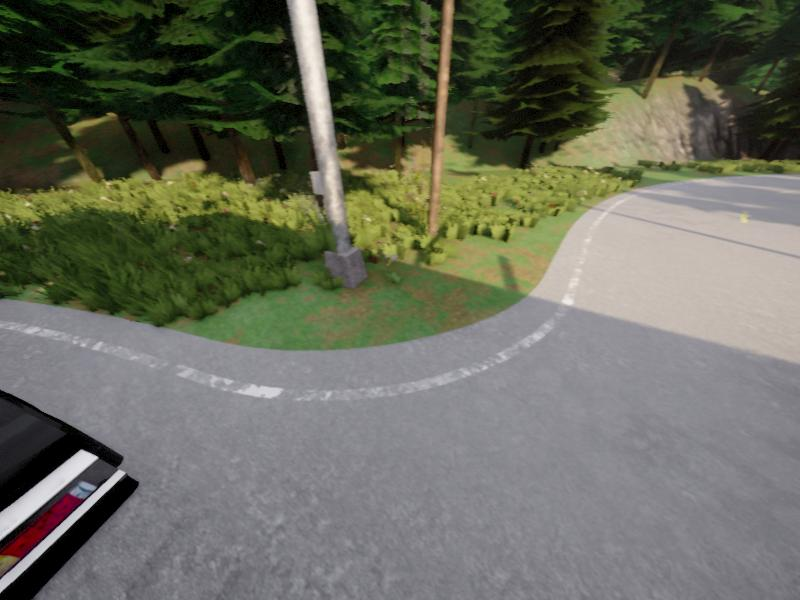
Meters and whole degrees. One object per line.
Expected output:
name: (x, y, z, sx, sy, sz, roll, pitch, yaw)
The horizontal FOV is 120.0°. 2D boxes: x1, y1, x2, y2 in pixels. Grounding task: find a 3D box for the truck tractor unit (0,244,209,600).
truck tractor unit: (-5.310, -0.022, 0.402, 6.516, 4.208, 3.053, 8, 36, 12)
